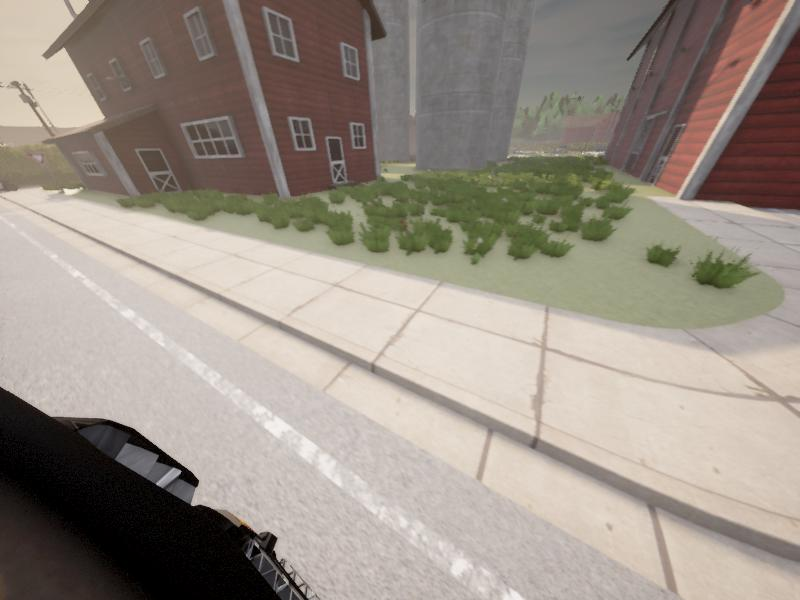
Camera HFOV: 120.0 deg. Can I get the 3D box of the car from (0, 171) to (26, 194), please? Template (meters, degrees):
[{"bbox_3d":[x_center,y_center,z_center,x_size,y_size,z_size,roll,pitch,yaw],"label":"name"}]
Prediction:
[{"bbox_3d":[-34.644,-9.433,18.880,2.038,1.542,4.974,-17,36,-22],"label":"car"}]

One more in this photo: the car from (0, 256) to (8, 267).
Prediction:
[{"bbox_3d":[-12.359,-1.482,5.685,4.181,1.385,1.994,16,37,25],"label":"car"}]

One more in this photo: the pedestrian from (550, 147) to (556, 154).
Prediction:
[{"bbox_3d":[34.149,-33.280,51.498,0.751,1.300,0.751,23,41,33],"label":"pedestrian"}]

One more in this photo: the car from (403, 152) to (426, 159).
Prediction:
[{"bbox_3d":[3.615,-36.589,58.422,5.357,1.411,2.033,16,37,25],"label":"car"}]

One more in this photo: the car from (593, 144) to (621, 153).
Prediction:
[{"bbox_3d":[50.637,-37.203,56.707,4.611,1.667,2.242,16,37,26],"label":"car"}]

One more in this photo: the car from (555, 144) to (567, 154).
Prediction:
[{"bbox_3d":[39.858,-37.278,57.089,1.932,1.855,4.605,17,38,26],"label":"car"}]
